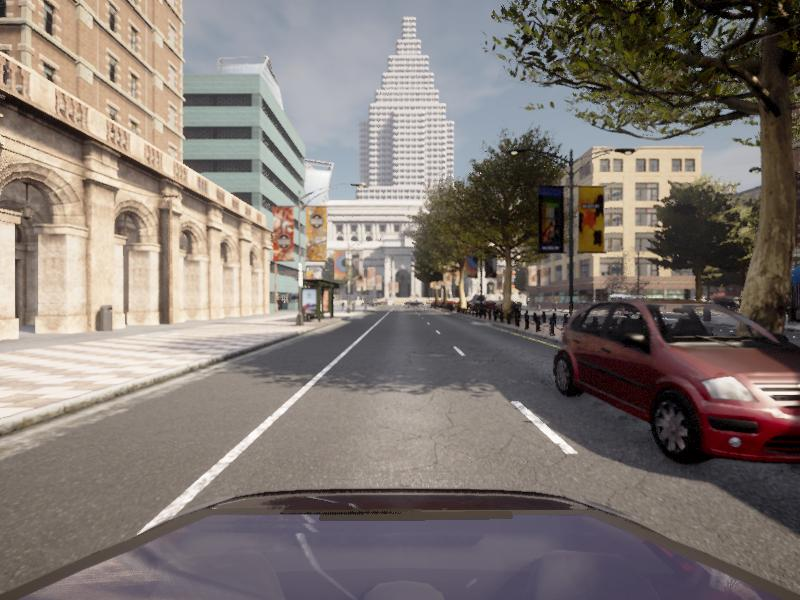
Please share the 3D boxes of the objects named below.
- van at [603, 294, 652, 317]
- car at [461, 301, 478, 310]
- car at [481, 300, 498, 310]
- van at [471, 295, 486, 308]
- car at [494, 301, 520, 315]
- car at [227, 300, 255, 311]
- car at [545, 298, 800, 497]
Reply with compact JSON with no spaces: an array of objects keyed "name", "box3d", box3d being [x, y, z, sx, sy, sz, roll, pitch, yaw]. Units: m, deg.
[{"name":"van","box3d":[21.067,0.564,37.003,4.480,2.038,2.069,1,-2,-34]},{"name":"car","box3d":[11.944,0.896,69.338,2.033,1.411,5.357,0,0,0]},{"name":"car","box3d":[15.442,0.824,69.157,1.882,1.535,5.008,0,0,0]},{"name":"van","box3d":[15.508,0.304,79.240,1.988,2.561,5.915,0,0,0]},{"name":"car","box3d":[11.784,0.855,44.370,1.816,1.474,4.193,0,0,0]},{"name":"car","box3d":[-23.078,0.718,58.414,2.128,1.511,4.902,0,0,0]},{"name":"car","box3d":[3.538,0.788,5.240,1.851,1.617,3.988,0,0,0]}]
